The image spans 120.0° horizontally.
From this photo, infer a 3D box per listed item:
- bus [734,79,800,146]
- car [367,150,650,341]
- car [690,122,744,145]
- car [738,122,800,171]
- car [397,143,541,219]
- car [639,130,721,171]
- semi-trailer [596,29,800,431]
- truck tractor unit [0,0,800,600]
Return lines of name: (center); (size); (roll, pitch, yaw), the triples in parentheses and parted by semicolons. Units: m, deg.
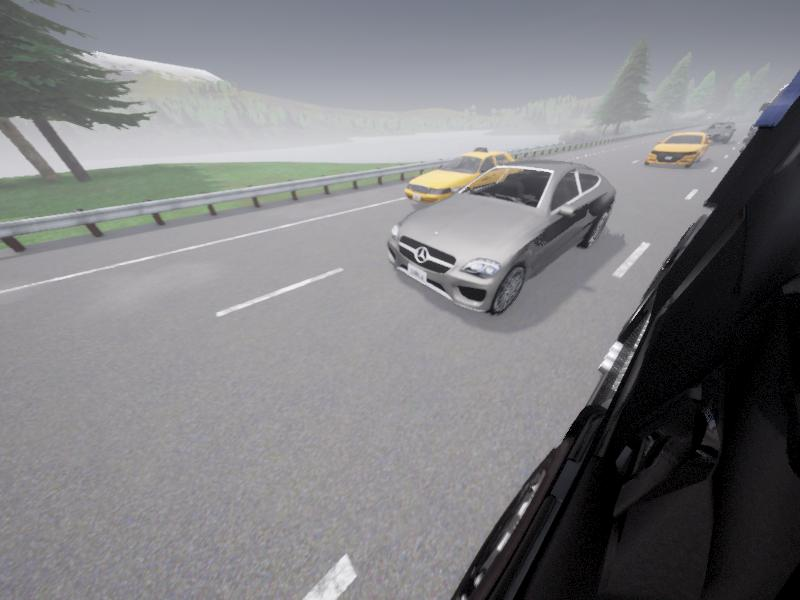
bus: (35.327, -16.781, 20.806); (10.273, 4.253, 3.944); (-27, 43, -29)
car: (2.181, -1.618, 4.355); (5.027, 1.651, 2.152); (-27, 43, -29)
car: (30.740, -16.171, 22.398); (4.611, 1.667, 2.242); (-26, 43, -29)
car: (19.712, -7.922, 11.764); (4.553, 1.767, 2.097); (-27, 43, -29)
car: (2.589, -4.489, 8.244); (5.366, 1.575, 1.801); (-27, 43, -29)
car: (15.714, -8.466, 12.930); (5.008, 1.535, 1.882); (-27, 43, -30)
semi-trailer: (8.796, -3.500, 4.181); (14.254, 4.402, 2.717); (-27, 43, -29)
truck tractor unit: (2.645, -0.295, 0.351); (6.516, 4.208, 3.053); (-28, 44, -30)
